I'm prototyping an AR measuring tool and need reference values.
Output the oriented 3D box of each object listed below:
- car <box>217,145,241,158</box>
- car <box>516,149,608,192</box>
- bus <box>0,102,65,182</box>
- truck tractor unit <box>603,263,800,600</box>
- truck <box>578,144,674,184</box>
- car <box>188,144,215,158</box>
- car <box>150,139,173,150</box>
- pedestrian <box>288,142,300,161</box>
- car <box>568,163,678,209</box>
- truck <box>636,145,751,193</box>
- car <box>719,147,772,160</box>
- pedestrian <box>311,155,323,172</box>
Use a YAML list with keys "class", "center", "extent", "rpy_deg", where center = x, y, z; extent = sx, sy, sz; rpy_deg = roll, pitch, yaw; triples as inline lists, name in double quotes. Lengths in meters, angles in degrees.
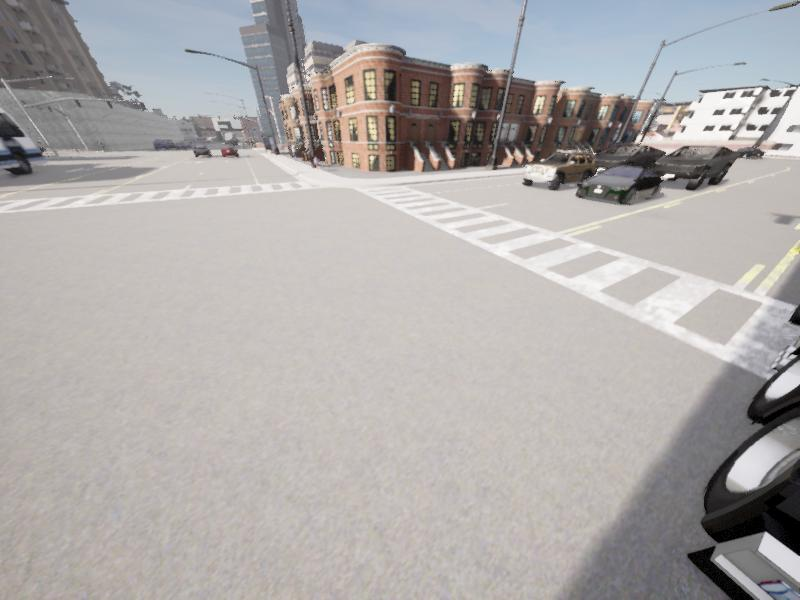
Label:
- class: "car"
  center: [-25.357, -22.233, 34.468]
  extent: [2.163, 1.488, 4.792]
  rpy_deg: [-16, 38, -22]
- class: "car"
  center: [9.376, -7.623, 13.444]
  extent: [4.605, 1.855, 1.932]
  rpy_deg: [-17, 39, -25]
- class: "bus"
  center: [-27.358, -9.583, 13.812]
  extent: [3.944, 4.253, 10.273]
  rpy_deg: [-18, 39, -24]
- class: "truck tractor unit"
  center: [5.106, -0.304, 0.797]
  extent: [6.516, 4.208, 3.053]
  rpy_deg: [-18, 38, -24]
- class: "truck"
  center: [16.318, -9.964, 16.687]
  extent: [6.274, 2.098, 2.390]
  rpy_deg: [-18, 39, -24]
- class: "car"
  center: [-28.843, -21.775, 33.748]
  extent: [2.128, 1.511, 4.902]
  rpy_deg: [-18, 39, -25]
- class: "car"
  center: [-54.578, -35.587, 52.909]
  extent: [2.150, 2.045, 5.566]
  rpy_deg: [-18, 39, -24]
- class: "pedestrian"
  center: [-12.067, -16.878, 26.252]
  extent: [0.751, 1.860, 0.751]
  rpy_deg: [-17, 38, -23]
- class: "car"
  center: [10.288, -5.406, 10.705]
  extent: [4.181, 1.385, 1.994]
  rpy_deg: [-18, 39, -24]
- class: "truck"
  center: [17.912, -8.176, 14.129]
  extent: [6.274, 2.098, 2.390]
  rpy_deg: [-18, 39, -24]
- class: "car"
  center: [57.168, -24.457, 38.452]
  extent: [1.882, 1.535, 5.008]
  rpy_deg: [6, 35, 7]
- class: "pedestrian"
  center: [-6.520, -10.776, 18.190]
  extent: [0.500, 1.100, 0.500]
  rpy_deg: [-26, 43, -33]
